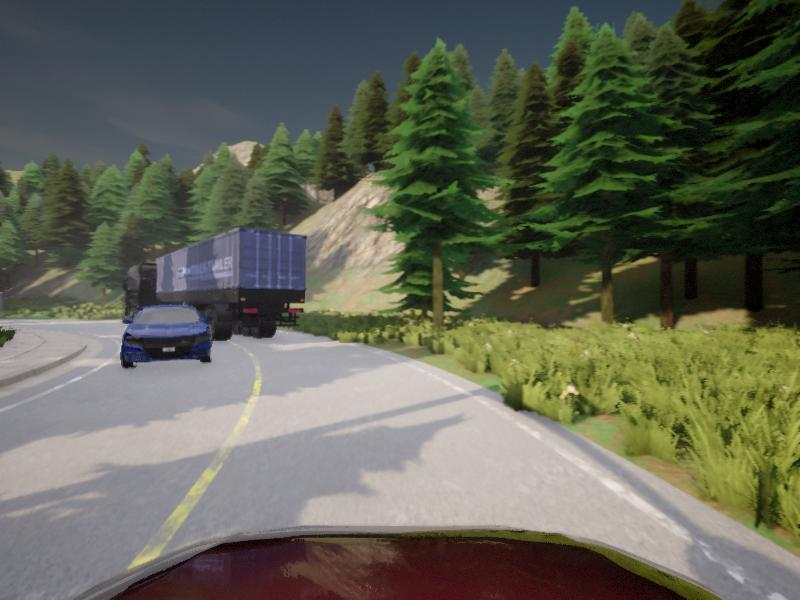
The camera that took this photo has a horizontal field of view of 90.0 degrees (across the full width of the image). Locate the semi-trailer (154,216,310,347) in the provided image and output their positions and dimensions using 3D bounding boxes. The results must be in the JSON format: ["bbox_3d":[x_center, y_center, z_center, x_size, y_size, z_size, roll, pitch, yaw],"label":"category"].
[{"bbox_3d":[-9.151,-0.561,19.705,2.717,4.402,14.254,1,-1,-41],"label":"semi-trailer"}]

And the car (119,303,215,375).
[{"bbox_3d":[-6.449,0.862,11.217,1.882,1.535,5.008,0,0,-30],"label":"car"}]

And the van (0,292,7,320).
[{"bbox_3d":[-37.391,0.544,33.588,6.366,2.431,2.351,0,0,-2],"label":"van"}]

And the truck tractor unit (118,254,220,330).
[{"bbox_3d":[-14.678,-0.428,25.308,6.516,4.208,3.053,0,0,35],"label":"truck tractor unit"}]
